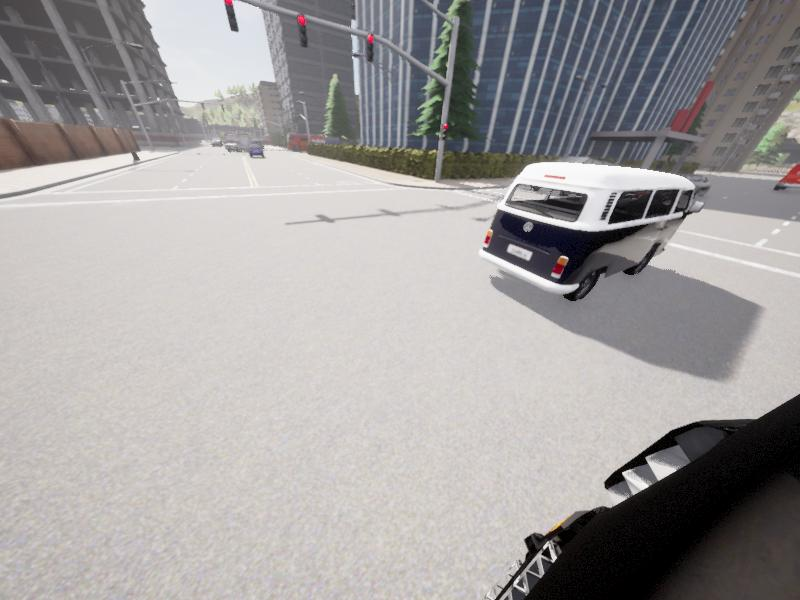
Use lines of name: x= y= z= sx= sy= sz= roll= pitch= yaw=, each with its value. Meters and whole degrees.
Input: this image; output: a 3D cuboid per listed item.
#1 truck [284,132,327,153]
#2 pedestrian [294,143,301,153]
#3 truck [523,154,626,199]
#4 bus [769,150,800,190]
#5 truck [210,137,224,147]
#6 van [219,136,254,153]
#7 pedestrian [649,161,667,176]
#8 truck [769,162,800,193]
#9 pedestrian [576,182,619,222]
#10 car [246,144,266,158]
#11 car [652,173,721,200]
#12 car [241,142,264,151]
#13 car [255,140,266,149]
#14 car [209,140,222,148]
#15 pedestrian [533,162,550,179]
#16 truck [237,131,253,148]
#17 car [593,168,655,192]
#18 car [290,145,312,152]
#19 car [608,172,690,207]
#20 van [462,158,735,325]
truck: x=-22.432 y=-37.577 z=55.304 sx=8.468 sy=3.827 sz=2.891 roll=-16 pitch=38 yaw=-27
pedestrian: x=-22.771 y=-33.823 z=51.373 sx=0.751 sy=1.860 sz=0.751 roll=12 pitch=35 yaw=13
truck: x=11.453 y=-8.202 z=15.207 sx=6.274 sy=2.098 sz=2.390 roll=-16 pitch=38 yaw=-26
bus: x=49.124 y=-15.423 z=26.996 sx=10.273 sy=4.253 sz=3.944 roll=-16 pitch=38 yaw=-26
truck: x=-52.908 y=-45.841 z=66.956 sx=2.390 sy=2.098 sz=6.274 roll=-16 pitch=38 yaw=-26
van: x=-30.032 y=-28.728 z=42.691 sx=2.351 sy=2.431 sz=6.366 roll=-1 pitch=34 yaw=-6
pedestrian: x=36.055 y=-18.360 z=32.253 sx=0.751 sy=1.860 sz=0.751 roll=-17 pitch=38 yaw=-27
truck: x=40.850 y=-12.258 z=23.212 sx=5.204 sy=2.467 sz=2.627 roll=-16 pitch=38 yaw=-26
pedestrian: x=7.836 y=-3.927 z=9.199 sx=0.751 sy=1.300 sz=0.751 roll=30 pitch=42 yaw=35
car: x=-20.945 y=-21.660 z=33.575 sx=2.007 sy=1.525 sz=4.514 roll=-15 pitch=38 yaw=-25
car: x=20.792 y=-8.331 z=16.775 sx=4.181 sy=1.385 sz=1.994 roll=-17 pitch=38 yaw=-27
car: x=-34.045 y=-35.434 z=53.275 sx=3.988 sy=1.617 sz=1.851 roll=-17 pitch=38 yaw=-27
car: x=-40.263 y=-44.802 z=66.573 sx=1.905 sy=1.878 sz=3.866 roll=-16 pitch=38 yaw=-26
car: x=-48.480 y=-41.151 z=60.873 sx=2.033 sy=1.411 sz=5.357 roll=-16 pitch=38 yaw=-26
pedestrian: x=13.224 y=-12.113 z=21.623 sx=0.751 sy=1.300 sz=0.751 roll=-15 pitch=38 yaw=-25
truck: x=-45.785 y=-47.271 z=68.089 sx=2.891 sy=3.827 sz=8.468 roll=-16 pitch=38 yaw=-26
car: x=18.240 y=-9.868 z=18.821 sx=4.674 sy=1.442 sz=1.812 roll=-16 pitch=38 yaw=-26
car: x=-24.868 y=-38.078 z=58.153 sx=4.718 sy=1.301 sz=1.895 roll=-16 pitch=38 yaw=-27
car: x=14.744 y=-6.645 z=13.681 sx=4.193 sy=1.474 sz=1.816 roll=-16 pitch=38 yaw=-26
van: x=3.845 y=-1.510 z=4.657 sx=4.480 sy=2.038 sz=2.069 roll=-15 pitch=38 yaw=-27
